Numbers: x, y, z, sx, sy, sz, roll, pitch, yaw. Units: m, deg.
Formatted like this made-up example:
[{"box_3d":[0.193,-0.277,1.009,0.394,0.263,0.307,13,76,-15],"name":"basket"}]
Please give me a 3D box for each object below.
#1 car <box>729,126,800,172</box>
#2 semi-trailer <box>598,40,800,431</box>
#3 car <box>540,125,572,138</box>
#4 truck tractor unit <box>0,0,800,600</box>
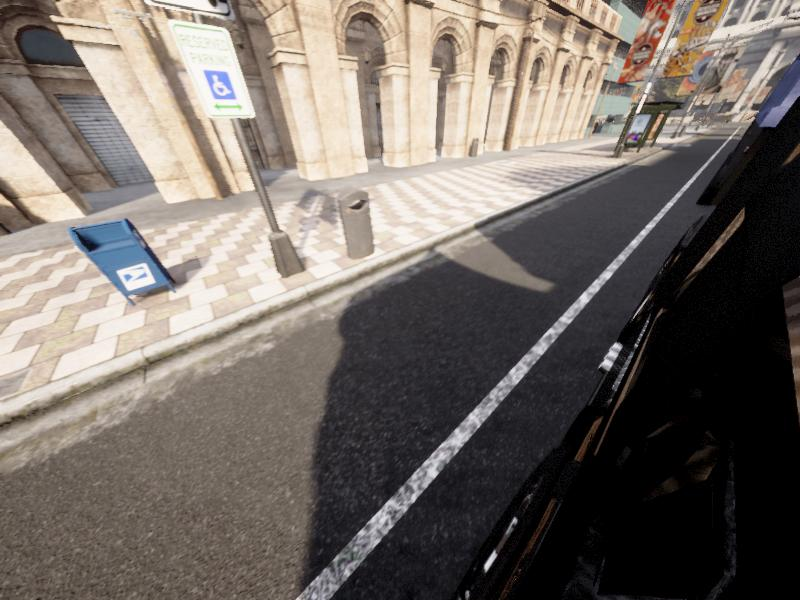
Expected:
[{"box_3d":[18.303,-7.514,11.348,4.892,1.490,1.837,-28,44,-30],"name":"car"},{"box_3d":[8.702,-3.593,4.238,14.254,4.402,2.717,-28,44,-30],"name":"semi-trailer"},{"box_3d":[23.606,-25.523,34.957,4.786,1.482,2.161,-28,44,-30],"name":"car"},{"box_3d":[2.645,-0.295,0.351,6.516,4.208,3.053,-28,44,-30],"name":"truck tractor unit"}]
